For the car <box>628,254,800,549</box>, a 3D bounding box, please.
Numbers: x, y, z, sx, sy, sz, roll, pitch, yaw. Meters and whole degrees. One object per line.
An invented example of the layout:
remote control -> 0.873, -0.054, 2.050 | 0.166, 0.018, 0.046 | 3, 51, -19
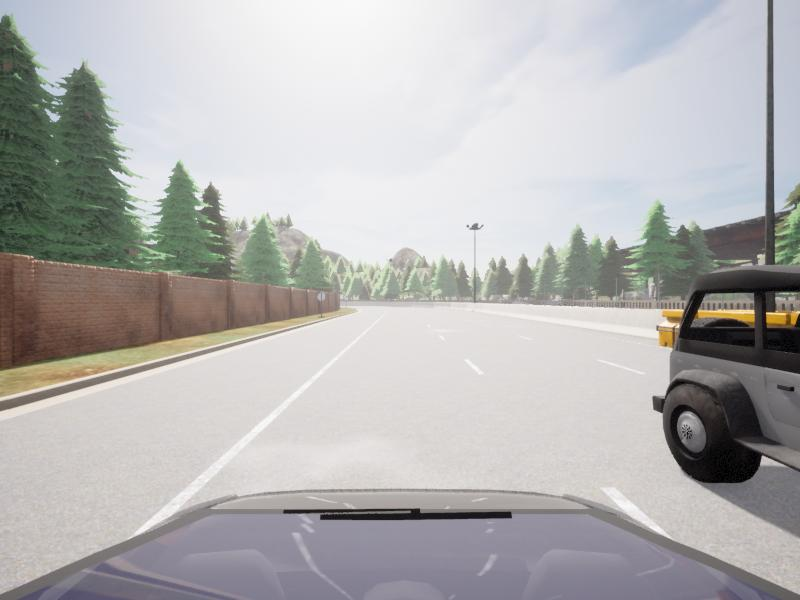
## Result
car -> 3.501, 0.646, 2.535 | 1.905, 1.878, 3.866 | 0, 0, 0

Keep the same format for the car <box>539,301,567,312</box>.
car -> 20.829, 0.844, 54.572 | 1.837, 1.490, 4.892 | 0, 0, -2
